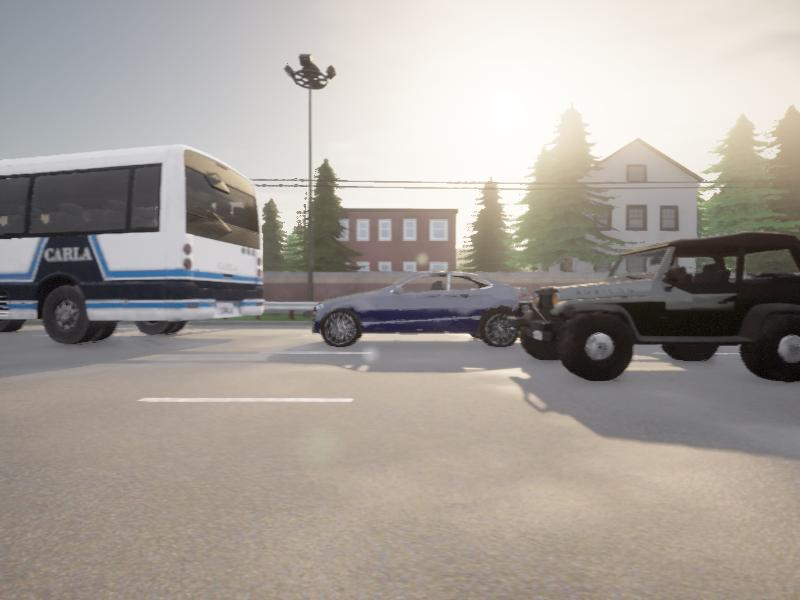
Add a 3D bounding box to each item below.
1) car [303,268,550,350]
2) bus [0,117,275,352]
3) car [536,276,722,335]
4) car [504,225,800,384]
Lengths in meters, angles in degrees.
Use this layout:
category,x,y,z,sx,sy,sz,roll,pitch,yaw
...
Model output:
category,x,y,z,sx,sy,sz,roll,pitch,yaw
car,0.541,0.181,9.200,5.027,1.651,2.152,0,0,0
bus,-8.905,-1.151,10.142,10.273,4.253,3.944,0,0,11
car,7.002,0.160,12.701,4.611,1.667,2.242,-1,0,0
car,3.676,0.052,5.703,3.866,1.878,1.905,0,0,0
